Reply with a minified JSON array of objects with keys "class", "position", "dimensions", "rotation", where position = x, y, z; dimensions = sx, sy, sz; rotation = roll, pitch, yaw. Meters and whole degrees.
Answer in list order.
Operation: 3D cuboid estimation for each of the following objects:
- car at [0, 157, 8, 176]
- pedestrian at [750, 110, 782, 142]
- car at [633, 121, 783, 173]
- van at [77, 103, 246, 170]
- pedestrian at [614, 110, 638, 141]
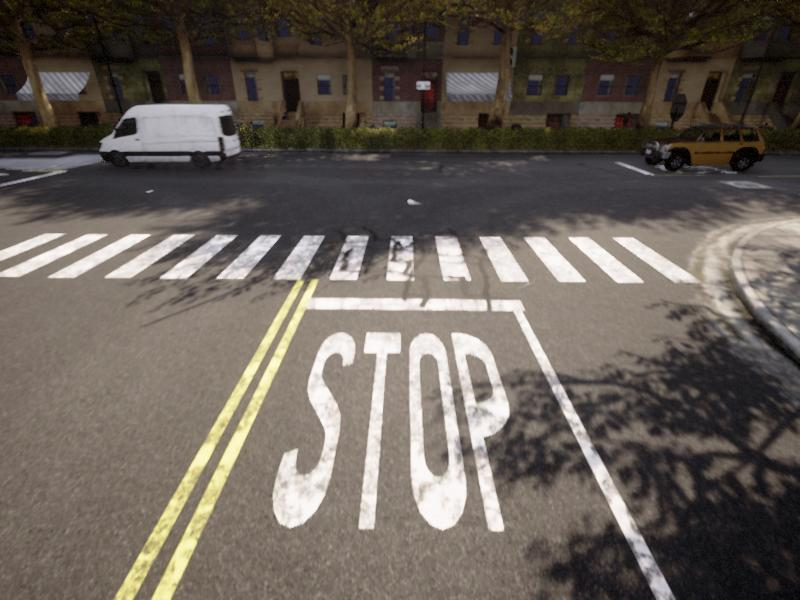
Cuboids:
[{"class":"car","position":[-18.459,-5.588,15.213],"dimensions":[4.605,1.855,1.932],"rotation":[1,27,1]},{"class":"pedestrian","position":[23.911,-11.358,26.167],"dimensions":[0.751,1.860,0.751],"rotation":[2,27,4]},{"class":"car","position":[13.292,-6.747,17.576],"dimensions":[4.605,1.855,1.932],"rotation":[0,27,1]},{"class":"van","position":[-10.433,-7.382,17.993],"dimensions":[5.915,2.561,1.988],"rotation":[1,27,1]},{"class":"pedestrian","position":[14.923,-11.539,26.478],"dimensions":[0.751,1.860,0.751],"rotation":[1,27,1]}]
